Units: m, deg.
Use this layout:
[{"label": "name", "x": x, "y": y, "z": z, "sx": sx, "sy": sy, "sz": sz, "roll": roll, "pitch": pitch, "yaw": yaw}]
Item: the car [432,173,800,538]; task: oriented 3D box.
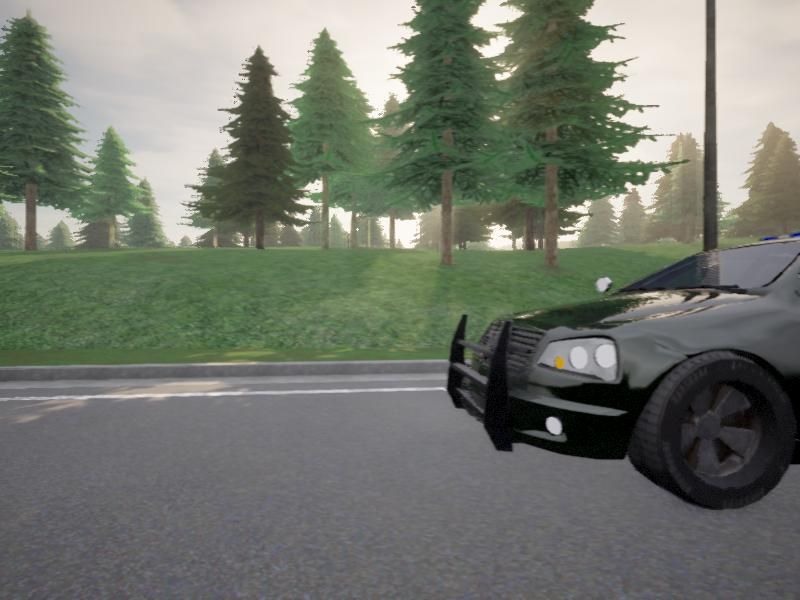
[{"label": "car", "x": 2.886, "y": 0.227, "z": 2.984, "sx": 4.974, "sy": 1.542, "sz": 2.038, "roll": 0, "pitch": 0, "yaw": -6}]
